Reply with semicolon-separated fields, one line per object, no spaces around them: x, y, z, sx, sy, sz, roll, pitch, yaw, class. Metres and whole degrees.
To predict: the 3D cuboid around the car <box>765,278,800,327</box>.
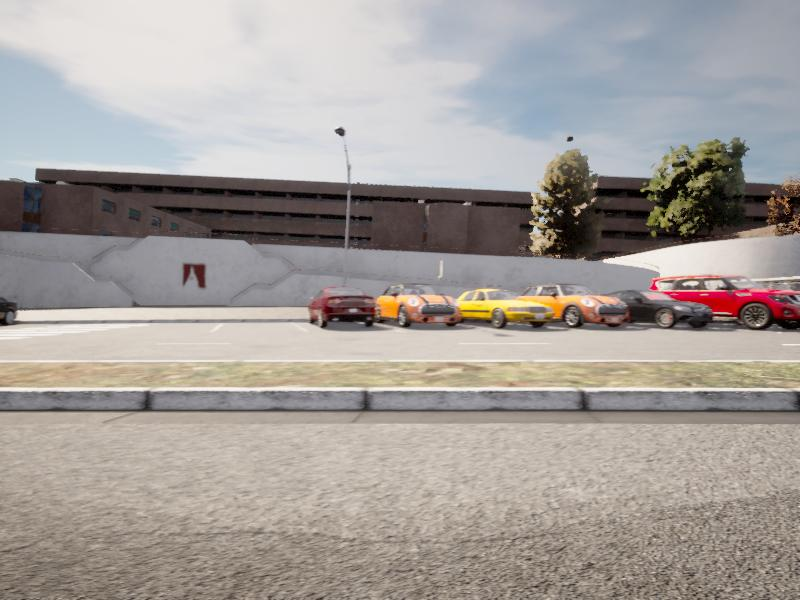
18.428;0.088;15.689;2.435;2.045;5.566;1;-1;-20;car

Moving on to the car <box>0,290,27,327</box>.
-17.268;0.334;15.676;2.097;1.535;5.008;0;-1;-20;car

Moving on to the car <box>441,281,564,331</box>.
3.627;0.228;15.493;1.946;1.575;5.366;1;-1;-20;car

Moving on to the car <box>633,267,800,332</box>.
12.503;0.029;15.641;2.435;2.045;5.566;1;-1;-20;car

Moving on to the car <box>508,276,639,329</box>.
6.524;0.119;15.696;2.185;1.767;4.553;1;-1;-20;car

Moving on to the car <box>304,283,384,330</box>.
-2.396;0.233;15.660;2.097;1.535;5.008;0;-1;-20;car

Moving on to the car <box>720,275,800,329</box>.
15.505;0.080;15.557;1.878;1.987;4.442;1;-1;-20;car

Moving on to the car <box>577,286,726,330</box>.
9.508;0.298;15.666;2.002;1.452;4.674;1;-1;-20;car

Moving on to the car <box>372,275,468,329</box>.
0.572;0.105;15.700;2.185;1.767;4.553;0;-1;-20;car
